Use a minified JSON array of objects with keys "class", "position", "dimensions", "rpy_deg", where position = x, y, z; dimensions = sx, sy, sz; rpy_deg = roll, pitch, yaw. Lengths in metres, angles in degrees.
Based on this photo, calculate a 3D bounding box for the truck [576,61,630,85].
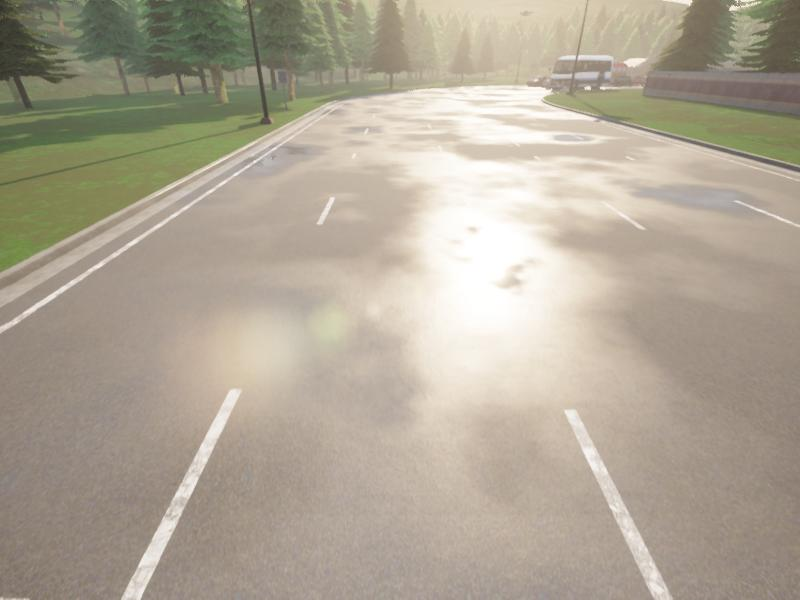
[{"class":"truck","position":[37.407,-41.958,73.859],"dimensions":[8.468,3.827,2.891],"rpy_deg":[-10,32,-17]}]

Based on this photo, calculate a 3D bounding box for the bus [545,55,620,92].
[{"class":"bus","position":[25.533,-31.728,55.960],"dimensions":[10.273,4.253,3.944],"rpy_deg":[-20,36,-30]}]

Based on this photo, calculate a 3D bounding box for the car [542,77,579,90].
[{"class":"car","position":[23.851,-32.187,59.430],"dimensions":[5.366,1.575,1.801],"rpy_deg":[-17,35,-27]}]

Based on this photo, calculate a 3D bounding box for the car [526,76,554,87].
[{"class":"car","position":[23.145,-36.043,66.070],"dimensions":[4.193,1.474,1.816],"rpy_deg":[-15,33,-24]}]

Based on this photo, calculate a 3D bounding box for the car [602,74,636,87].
[{"class":"car","position":[37.162,-37.347,67.921],"dimensions":[4.605,1.855,1.932],"rpy_deg":[-10,32,-17]}]

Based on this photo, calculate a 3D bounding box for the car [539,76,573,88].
[{"class":"car","position":[24.675,-34.512,63.298],"dimensions":[4.856,1.649,2.033],"rpy_deg":[-17,35,-27]}]
